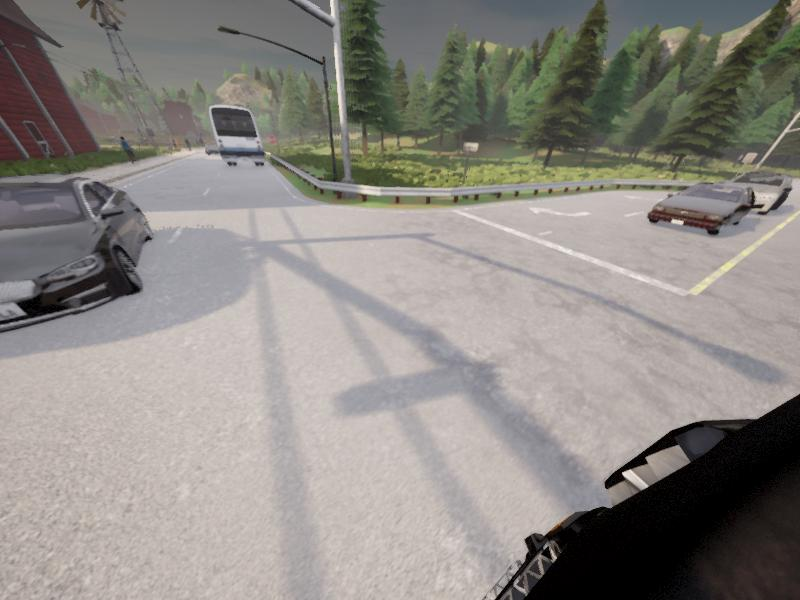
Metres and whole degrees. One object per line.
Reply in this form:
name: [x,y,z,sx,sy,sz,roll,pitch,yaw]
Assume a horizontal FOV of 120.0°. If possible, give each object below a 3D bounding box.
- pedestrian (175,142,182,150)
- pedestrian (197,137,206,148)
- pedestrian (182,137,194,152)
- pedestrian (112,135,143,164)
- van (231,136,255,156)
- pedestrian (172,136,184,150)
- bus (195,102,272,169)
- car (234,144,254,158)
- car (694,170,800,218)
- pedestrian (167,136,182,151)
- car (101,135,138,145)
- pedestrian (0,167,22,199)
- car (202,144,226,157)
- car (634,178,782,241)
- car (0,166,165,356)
pedestrian: [-36.721,-25.498,38.292,0.500,1.100,0.500,26,41,31]
pedestrian: [-42.039,-33.333,48.963,0.751,1.860,0.751,-21,41,-31]
pedestrian: [-32.280,-23.698,35.204,0.751,1.860,0.751,-19,39,-29]
pedestrian: [-21.094,-11.658,17.949,0.751,1.860,0.751,-17,38,-26]
van: [-25.260,-24.874,37.213,2.351,2.431,6.366,-16,38,-25]
pedestrian: [-36.260,-25.567,37.741,0.751,1.860,0.751,-23,42,-33]
bus: [-15.677,-15.614,22.370,3.944,4.253,10.273,-16,38,-25]
car: [-22.036,-21.150,32.668,1.845,1.501,3.633,-16,38,-25]
car: [17.820,-5.522,11.707,4.611,1.667,2.242,-16,38,-25]
pedestrian: [-35.312,-24.474,36.169,0.751,1.860,0.751,6,34,5]
car: [-66.009,-37.727,54.510,1.930,1.638,5.238,8,34,8]
pedestrian: [-13.926,-4.329,7.468,0.751,1.860,0.751,-5,35,-11]
car: [-25.921,-20.975,32.306,1.994,1.385,4.181,-16,38,-26]
car: [11.657,-3.615,8.719,5.357,1.411,2.033,-16,38,-26]
car: [-5.858,-1.171,3.889,2.128,1.511,4.902,-22,41,-32]
